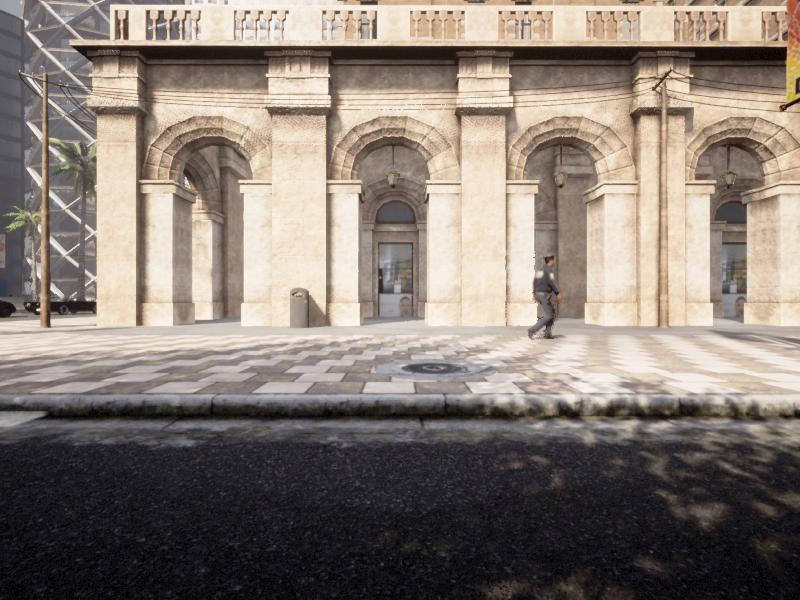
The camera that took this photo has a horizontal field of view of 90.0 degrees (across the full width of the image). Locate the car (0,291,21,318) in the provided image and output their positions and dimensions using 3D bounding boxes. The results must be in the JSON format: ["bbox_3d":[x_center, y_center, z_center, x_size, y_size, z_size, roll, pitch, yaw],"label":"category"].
[{"bbox_3d":[-23.029,0.251,21.246,1.816,1.474,4.193,0,0,0],"label":"car"}]

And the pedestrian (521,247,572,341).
[{"bbox_3d":[3.022,-0.115,8.306,0.751,1.860,0.751,0,0,-6],"label":"pedestrian"}]

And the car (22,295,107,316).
[{"bbox_3d":[-23.035,0.340,27.750,1.895,1.301,4.718,0,0,0],"label":"car"}]
